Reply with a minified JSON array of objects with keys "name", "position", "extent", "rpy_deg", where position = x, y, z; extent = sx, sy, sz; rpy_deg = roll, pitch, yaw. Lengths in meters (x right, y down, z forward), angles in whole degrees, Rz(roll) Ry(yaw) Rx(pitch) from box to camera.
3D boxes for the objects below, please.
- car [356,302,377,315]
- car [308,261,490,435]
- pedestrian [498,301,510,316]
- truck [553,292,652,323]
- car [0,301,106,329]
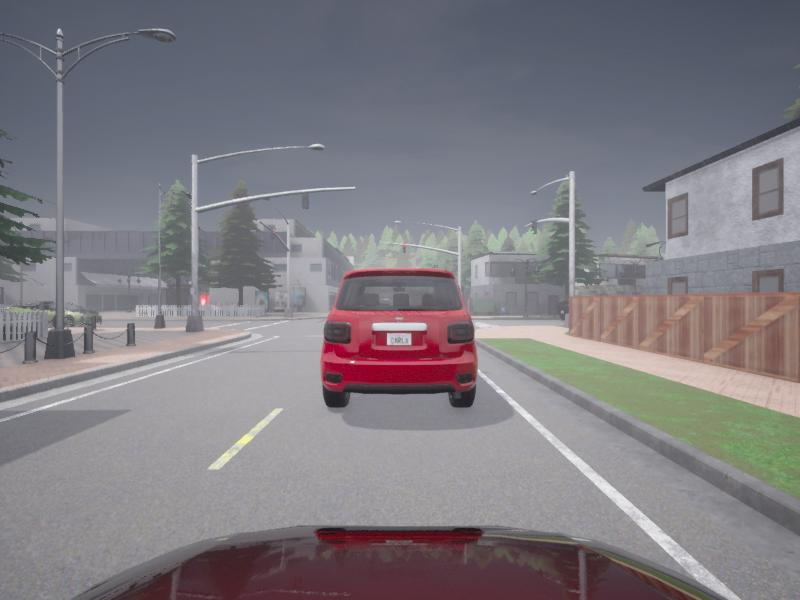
[{"name":"car","position":[-3.565,0.907,43.454],"extent":[1.994,1.385,4.181],"rpy_deg":[0,0,0]},{"name":"car","position":[-0.013,0.568,7.496],"extent":[2.150,2.045,5.566],"rpy_deg":[0,0,0]},{"name":"pedestrian","position":[9.186,0.746,35.354],"extent":[0.751,1.300,0.751],"rpy_deg":[0,0,-39]},{"name":"truck","position":[14.789,0.523,29.358],"extent":[6.274,2.098,2.390],"rpy_deg":[0,0,-9]},{"name":"car","position":[-20.309,0.843,23.547],"extent":[4.514,1.525,2.007],"rpy_deg":[0,0,-2]}]
